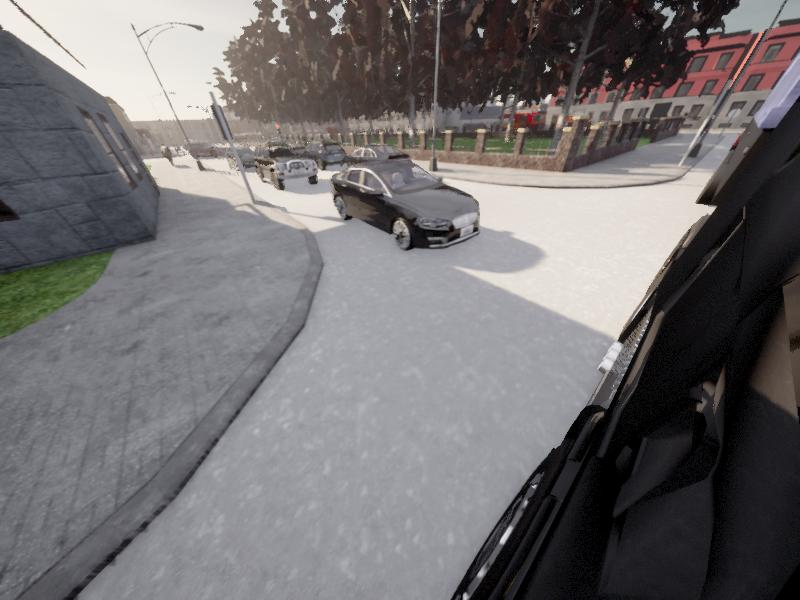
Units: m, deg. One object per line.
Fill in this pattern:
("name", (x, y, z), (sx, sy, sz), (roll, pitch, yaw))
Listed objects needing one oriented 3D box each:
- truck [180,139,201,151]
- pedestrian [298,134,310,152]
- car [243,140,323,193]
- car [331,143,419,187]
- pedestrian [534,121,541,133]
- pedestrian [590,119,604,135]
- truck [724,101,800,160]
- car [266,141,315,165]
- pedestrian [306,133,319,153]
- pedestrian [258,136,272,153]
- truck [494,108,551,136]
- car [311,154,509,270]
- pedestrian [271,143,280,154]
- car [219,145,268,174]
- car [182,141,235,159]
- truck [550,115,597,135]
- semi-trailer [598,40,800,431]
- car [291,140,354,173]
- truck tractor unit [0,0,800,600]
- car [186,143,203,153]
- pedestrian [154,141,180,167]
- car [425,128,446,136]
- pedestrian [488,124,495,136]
("truck", (-46.994, -34.773, 51.735), (2.390, 2.098, 6.274), (-28, 44, -30))
("pedestrian", (-12.072, -19.841, 29.165), (0.751, 1.860, 0.751), (-29, 44, -31))
("car", (-6.038, -6.969, 11.786), (1.932, 1.855, 4.605), (-28, 43, -30))
("car", (-1.444, -7.355, 12.311), (2.128, 1.511, 4.902), (-28, 44, -30))
("pedestrian", (29.560, -37.133, 49.585), (0.751, 1.860, 0.751), (17, 41, 25))
("pedestrian", (28.454, -24.931, 33.360), (0.751, 1.860, 0.751), (-28, 44, -30))
("truck", (22.007, -9.943, 13.461), (5.204, 2.467, 2.627), (-28, 44, -30))
("car", (-9.988, -13.421, 20.963), (2.128, 1.511, 4.902), (-30, 45, -32))
("pedestrian", (-10.417, -18.708, 27.546), (0.751, 1.860, 0.751), (-29, 44, -30))
("pedestrian", (-17.803, -20.500, 30.493), (0.751, 1.860, 0.751), (14, 40, 21))
("truck", (23.000, -33.773, 44.094), (2.891, 3.827, 8.468), (-28, 44, -30))
("car", (-0.186, -2.706, 6.020), (2.128, 1.511, 4.902), (-26, 43, -28))
("pedestrian", (-15.281, -18.599, 28.353), (0.500, 1.100, 0.500), (-9, 37, -8))
("car", (-12.166, -10.967, 17.839), (1.837, 1.490, 4.892), (-28, 44, -30))
("car", (-23.243, -18.248, 28.167), (4.856, 1.649, 2.033), (7, 35, 12))
("truck", (28.918, -29.211, 38.750), (2.627, 2.467, 5.204), (-29, 44, -30))
("semi-trailer", (8.687, -3.615, 4.236), (14.254, 4.402, 2.717), (-28, 44, -30))
("car", (-5.626, -10.434, 16.595), (2.033, 1.649, 4.856), (-30, 44, -31))
("truck tractor unit", (2.645, -0.295, 0.352), (6.516, 4.208, 3.053), (-28, 44, -30))
("car", (-41.029, -30.452, 46.129), (1.812, 1.442, 4.674), (-28, 44, -30))
("pedestrian", (-20.557, -12.915, 20.446), (0.751, 1.860, 0.751), (-21, 40, -22))
("car", (8.936, -42.573, 58.590), (2.152, 1.651, 5.027), (-28, 44, -29))
("pedestrian", (17.460, -32.421, 44.069), (0.751, 1.860, 0.751), (-9, 37, -8))
